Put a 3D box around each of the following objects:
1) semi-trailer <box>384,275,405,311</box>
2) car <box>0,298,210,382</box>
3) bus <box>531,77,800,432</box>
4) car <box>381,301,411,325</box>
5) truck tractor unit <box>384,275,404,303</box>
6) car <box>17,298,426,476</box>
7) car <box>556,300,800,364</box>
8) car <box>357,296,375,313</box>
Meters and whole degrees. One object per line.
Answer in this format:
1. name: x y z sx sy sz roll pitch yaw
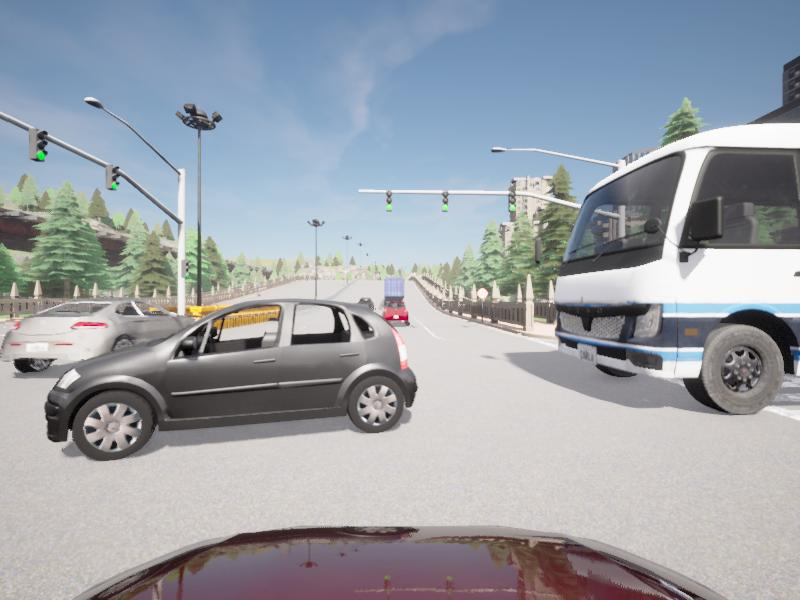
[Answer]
1. semi-trailer: -0.867 -1.319 58.463 2.717 4.402 14.254 0 5 -1
2. car: -7.137 0.780 10.332 2.152 1.651 5.027 0 0 -1
3. bus: 8.086 -0.533 7.029 10.273 4.253 3.944 0 0 -3
4. car: -0.298 0.827 26.821 1.845 1.501 3.633 0 0 -1
5. truck tractor unit: -1.035 -1.891 66.333 3.053 4.208 6.516 0 6 -1
6. car: -1.863 0.788 5.120 3.988 1.617 1.851 0 0 -18
7. car: 7.380 0.800 11.170 5.366 1.575 1.801 0 0 7
8. car: -4.221 0.458 50.191 1.932 1.855 4.605 0 3 -1
